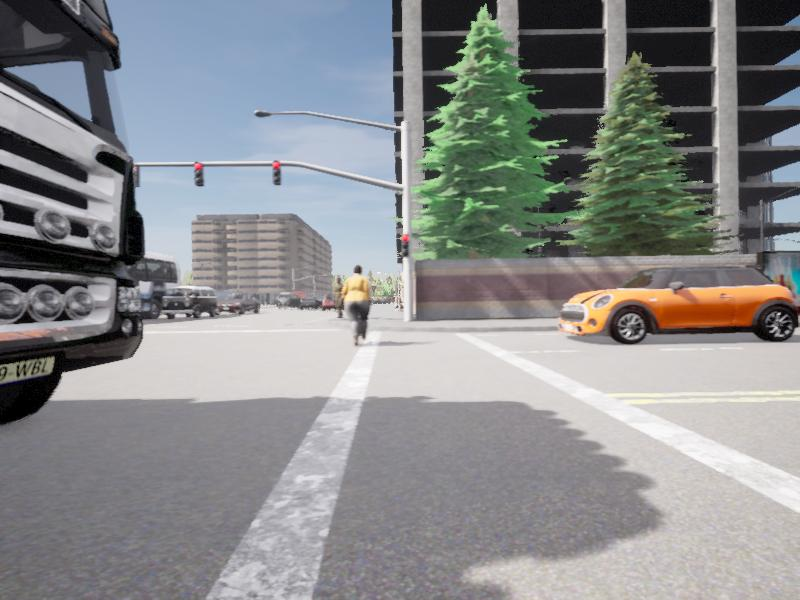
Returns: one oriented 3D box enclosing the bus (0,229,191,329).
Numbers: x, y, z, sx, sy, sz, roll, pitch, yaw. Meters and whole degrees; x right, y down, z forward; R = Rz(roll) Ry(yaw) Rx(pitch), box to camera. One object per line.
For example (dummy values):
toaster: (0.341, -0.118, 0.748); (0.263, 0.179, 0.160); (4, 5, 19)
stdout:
bus: (-16.327, -0.907, 22.290); (3.944, 4.253, 10.273); (-1, 0, 0)

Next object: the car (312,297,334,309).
car: (-9.644, 0.395, 50.195); (1.994, 1.385, 4.181); (-1, 0, 0)

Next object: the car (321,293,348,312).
car: (-6.040, 0.226, 37.135); (1.851, 1.617, 3.988); (-1, 0, 0)

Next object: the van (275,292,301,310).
van: (-13.122, 0.149, 47.010); (1.775, 1.987, 4.442); (-1, 0, 0)

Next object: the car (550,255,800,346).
car: (6.131, 0.005, 9.201); (4.553, 1.767, 2.097); (-1, 0, 0)

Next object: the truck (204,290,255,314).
truck: (-16.561, 0.160, 39.293); (2.390, 2.098, 6.274); (-1, 0, 0)

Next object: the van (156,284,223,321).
van: (-12.996, 0.141, 25.044); (2.069, 2.038, 4.480); (-1, 0, -5)

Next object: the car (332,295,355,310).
car: (-6.098, 0.256, 43.727); (1.882, 1.535, 5.008); (-1, 0, 0)

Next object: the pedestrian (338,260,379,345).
pedestrian: (-0.940, 0.061, 9.177); (0.751, 1.860, 0.751); (-1, 0, 7)

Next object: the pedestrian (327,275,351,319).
pedestrian: (-2.602, -0.117, 17.190); (0.751, 1.860, 0.751); (-1, 0, 13)

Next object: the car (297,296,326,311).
car: (-9.595, 0.327, 43.759); (2.128, 1.511, 4.902); (-1, 0, -1)

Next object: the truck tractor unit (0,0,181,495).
truck tractor unit: (-5.340, -1.033, 2.202); (6.516, 4.208, 3.053); (-1, 0, 0)

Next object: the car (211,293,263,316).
car: (-13.002, 0.343, 32.345); (2.152, 1.651, 5.027); (-1, 0, 0)
